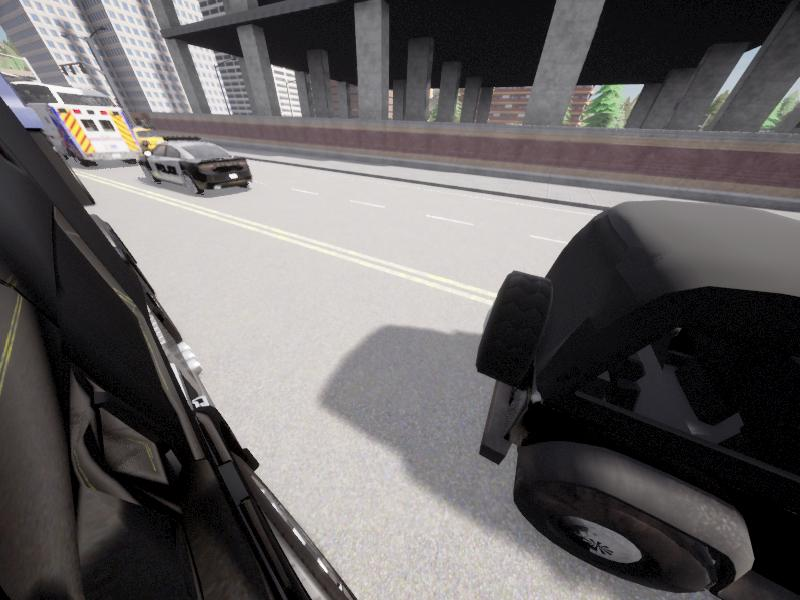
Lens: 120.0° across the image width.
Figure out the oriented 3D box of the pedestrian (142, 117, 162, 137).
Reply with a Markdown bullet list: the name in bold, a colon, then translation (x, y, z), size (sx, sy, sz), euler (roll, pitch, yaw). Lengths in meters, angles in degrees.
- **pedestrian**: translation (-29.561, -20.629, 27.546), size (0.751, 1.860, 0.751), euler (20, 40, 22)

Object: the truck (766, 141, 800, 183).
- **truck**: translation (30.284, -9.472, 16.077), size (2.627, 2.467, 5.204), euler (20, 40, 21)

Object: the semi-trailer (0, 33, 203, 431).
- **semi-trailer**: translation (-8.774, -3.551, 4.153), size (14.254, 4.402, 2.717), euler (27, 43, 29)

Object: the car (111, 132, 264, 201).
- **car**: translation (-8.058, -5.294, 8.852), size (5.238, 1.638, 1.930), euler (20, 40, 21)

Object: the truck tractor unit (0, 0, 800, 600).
- **truck tractor unit**: translation (-2.645, -0.295, 0.351), size (6.516, 4.208, 3.053), euler (28, 44, 30)

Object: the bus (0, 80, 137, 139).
- **bus**: translation (-35.998, -20.989, 25.928), size (3.944, 4.253, 10.273), euler (-12, 39, -16)

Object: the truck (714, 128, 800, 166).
- **truck**: translation (48.827, -21.141, 31.735), size (2.891, 3.827, 8.468), euler (20, 40, 21)

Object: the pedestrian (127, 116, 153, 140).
- **pedestrian**: translation (-26.780, -17.735, 23.847), size (0.751, 1.860, 0.751), euler (4, 37, 2)

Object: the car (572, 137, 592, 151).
- **car**: translation (31.949, -27.598, 40.706), size (1.905, 1.878, 3.866), euler (20, 40, 21)

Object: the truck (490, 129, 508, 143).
- **truck**: translation (23.510, -38.789, 54.719), size (2.615, 2.467, 5.204), euler (20, 40, 21)

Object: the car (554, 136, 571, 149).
- **car**: translation (29.372, -28.523, 41.781), size (1.905, 1.878, 3.866), euler (20, 40, 21)

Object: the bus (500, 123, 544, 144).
- **bus**: translation (35.122, -48.134, 66.729), size (10.273, 4.253, 3.944), euler (20, 40, 22)

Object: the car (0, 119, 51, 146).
- **car**: translation (-30.722, -13.331, 18.291), size (4.902, 1.511, 2.128), euler (20, 40, 21)

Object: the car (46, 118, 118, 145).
- **car**: translation (-27.771, -14.728, 20.212), size (4.611, 1.667, 2.242), euler (20, 40, 21)

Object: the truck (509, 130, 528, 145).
- **truck**: translation (27.286, -37.434, 53.143), size (2.615, 2.467, 5.204), euler (20, 40, 21)

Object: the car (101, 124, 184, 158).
- **car**: translation (-18.051, -11.222, 16.209), size (5.366, 1.575, 1.801), euler (20, 40, 21)

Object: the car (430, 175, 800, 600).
- **car**: translation (2.425, 0.734, 1.235), size (3.866, 1.878, 1.905), euler (20, 40, 21)

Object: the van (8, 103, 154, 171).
- **van**: translation (-16.747, -8.716, 12.228), size (6.366, 2.431, 2.351), euler (20, 40, 21)
